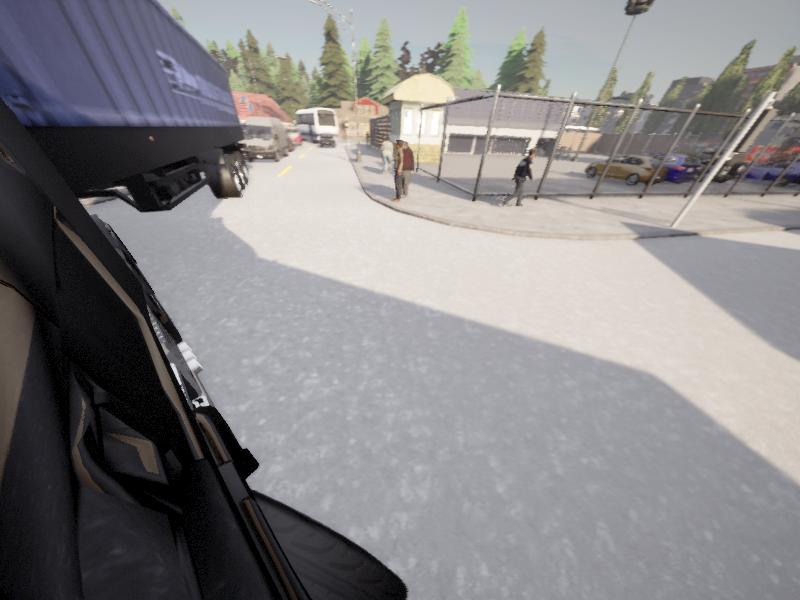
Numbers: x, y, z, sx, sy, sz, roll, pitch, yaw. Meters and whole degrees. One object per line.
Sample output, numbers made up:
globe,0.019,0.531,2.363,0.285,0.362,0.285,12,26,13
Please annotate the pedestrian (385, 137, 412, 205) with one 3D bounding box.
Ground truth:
pedestrian,-0.061,-4.299,7.755,0.751,1.860,0.751,6,36,4

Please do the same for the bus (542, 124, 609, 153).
bus,35.427,-32.674,46.919,10.273,4.253,3.944,-6,37,-13

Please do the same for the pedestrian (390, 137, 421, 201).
pedestrian,0.158,-4.640,8.233,0.751,1.860,0.751,20,40,22

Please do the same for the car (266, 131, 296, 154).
car,-11.461,-15.373,22.514,1.789,1.549,3.705,-6,38,-12

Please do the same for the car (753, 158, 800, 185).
car,30.539,-9.952,17.858,3.705,1.547,1.789,-6,37,-11

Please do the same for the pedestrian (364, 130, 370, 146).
pedestrian,-4.731,-23.440,33.460,0.751,1.860,0.751,-3,37,-8

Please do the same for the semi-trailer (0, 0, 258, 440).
semi-trailer,-6.345,-4.525,5.683,2.717,4.402,14.254,-12,39,-18

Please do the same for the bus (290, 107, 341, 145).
bus,-13.551,-27.586,36.722,3.944,4.253,10.273,-22,43,-29

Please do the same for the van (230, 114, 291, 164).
van,-9.914,-11.939,17.128,1.988,2.561,5.915,-5,37,-11

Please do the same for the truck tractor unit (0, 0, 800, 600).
truck tractor unit,-2.645,-0.295,0.351,6.516,4.208,3.053,28,44,30

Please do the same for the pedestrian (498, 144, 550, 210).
pedestrian,4.083,-4.102,7.766,0.751,1.860,0.751,0,36,-4

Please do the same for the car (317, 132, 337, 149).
car,-9.499,-21.068,30.440,2.128,1.511,4.902,-6,37,-11

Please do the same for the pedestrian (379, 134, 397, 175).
pedestrian,-0.667,-8.046,12.810,0.751,1.860,0.751,12,37,12

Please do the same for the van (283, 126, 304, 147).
van,-13.591,-20.960,29.617,1.775,1.987,4.442,-8,38,-14
